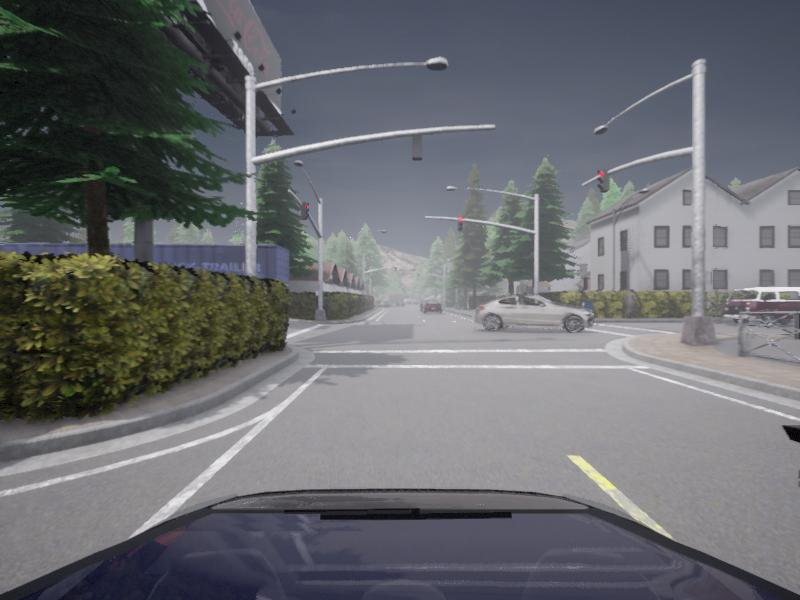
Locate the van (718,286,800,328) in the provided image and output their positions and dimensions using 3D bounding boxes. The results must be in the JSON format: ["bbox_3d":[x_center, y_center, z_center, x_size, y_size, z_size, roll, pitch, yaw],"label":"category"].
[{"bbox_3d":[19.569,0.338,20.854,4.480,2.038,2.069,0,0,-5],"label":"van"}]

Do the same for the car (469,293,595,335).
[{"bbox_3d":[5.863,0.582,17.811,5.027,1.651,2.152,-1,1,27],"label":"car"}]

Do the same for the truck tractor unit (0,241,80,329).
[{"bbox_3d":[-21.057,-0.747,20.706,6.516,4.208,3.053,0,0,0],"label":"truck tractor unit"}]

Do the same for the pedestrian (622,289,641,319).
[{"bbox_3d":[14.668,0.243,25.329,0.751,1.860,0.751,0,0,-27],"label":"pedestrian"}]

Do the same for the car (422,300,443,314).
[{"bbox_3d":[3.547,0.736,44.525,1.882,1.535,5.008,0,0,0],"label":"car"}]

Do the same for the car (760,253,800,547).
[{"bbox_3d":[3.503,0.643,0.901,1.905,1.878,3.866,0,0,0],"label":"car"}]

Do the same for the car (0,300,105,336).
[{"bbox_3d":[-15.706,0.738,17.205,4.674,1.442,1.812,-1,1,0],"label":"car"}]

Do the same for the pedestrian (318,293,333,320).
[{"bbox_3d":[-5.068,0.431,27.315,0.751,1.860,0.751,0,0,11],"label":"pedestrian"}]

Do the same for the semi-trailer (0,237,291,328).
[{"bbox_3d":[-13.144,-0.850,20.719,14.254,4.402,2.717,0,0,0],"label":"semi-trailer"}]

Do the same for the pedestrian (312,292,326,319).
[{"bbox_3d":[-5.558,0.388,27.508,0.751,1.860,0.751,0,0,1],"label":"pedestrian"}]
